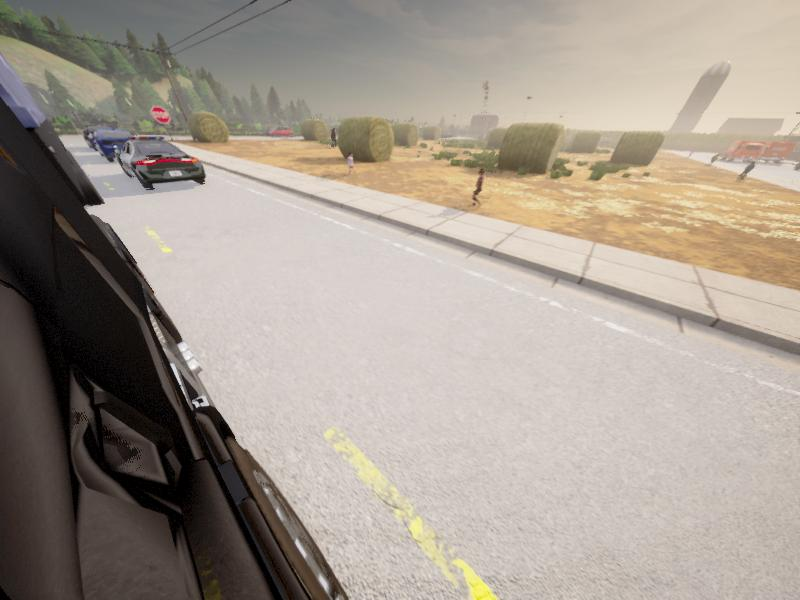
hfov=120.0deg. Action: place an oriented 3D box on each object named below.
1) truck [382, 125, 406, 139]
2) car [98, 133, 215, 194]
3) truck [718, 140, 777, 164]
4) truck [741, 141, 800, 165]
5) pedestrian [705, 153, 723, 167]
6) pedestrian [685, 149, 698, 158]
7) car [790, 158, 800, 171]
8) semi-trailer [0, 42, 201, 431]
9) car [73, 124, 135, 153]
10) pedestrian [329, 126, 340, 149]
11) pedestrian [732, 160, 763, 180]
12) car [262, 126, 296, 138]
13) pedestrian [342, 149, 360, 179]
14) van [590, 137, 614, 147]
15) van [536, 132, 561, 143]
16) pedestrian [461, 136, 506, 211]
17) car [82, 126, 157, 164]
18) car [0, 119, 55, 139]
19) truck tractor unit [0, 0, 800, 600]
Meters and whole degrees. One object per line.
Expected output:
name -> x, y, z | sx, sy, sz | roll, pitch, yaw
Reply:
truck -> -1.306, -38.233, 52.675 | 2.627, 2.467, 5.204 | 30, 45, 32
car -> -10.010, -5.758, 9.469 | 4.974, 1.542, 2.038 | 28, 43, 30
truck -> 46.919, -20.222, 31.478 | 2.627, 2.467, 5.204 | 27, 43, 29
truck -> 52.939, -21.206, 33.157 | 2.627, 2.467, 5.204 | 27, 43, 29
pedestrian -> 31.009, -13.854, 22.823 | 0.500, 1.100, 0.500 | 21, 40, 22
pedestrian -> 41.402, -20.835, 32.809 | 0.500, 1.100, 0.500 | -17, 41, -25
car -> 43.039, -13.786, 23.280 | 2.152, 1.651, 5.027 | 27, 42, 29
semi-trailer -> -8.692, -3.603, 4.244 | 14.254, 4.402, 2.717 | 28, 44, 30
car -> -22.307, -12.223, 17.390 | 4.514, 1.525, 2.007 | 28, 43, 30
pedestrian -> -6.527, -16.177, 23.027 | 0.751, 1.860, 0.751 | -9, 38, -16
pedestrian -> 23.022, -8.607, 15.308 | 0.500, 1.100, 0.500 | 19, 40, 20
car -> -20.659, -28.870, 39.744 | 2.007, 1.525, 4.514 | 30, 45, 32
pedestrian -> -2.268, -6.297, 10.701 | 0.500, 1.100, 0.500 | 27, 43, 29
van -> 56.244, -43.982, 64.290 | 4.480, 2.038, 2.069 | 28, 43, 30
van -> 47.305, -51.593, 73.491 | 5.915, 2.561, 1.988 | 28, 44, 30
pedestrian -> 2.488, -3.798, 7.003 | 0.751, 1.860, 0.751 | 18, 39, 19
car -> -16.978, -9.429, 13.959 | 5.008, 1.535, 1.882 | 28, 43, 30
car -> -36.284, -15.982, 21.585 | 1.816, 1.474, 4.193 | 30, 45, 32
truck tractor unit -> -2.645, -0.295, 0.351 | 6.516, 4.208, 3.053 | 28, 44, 30
